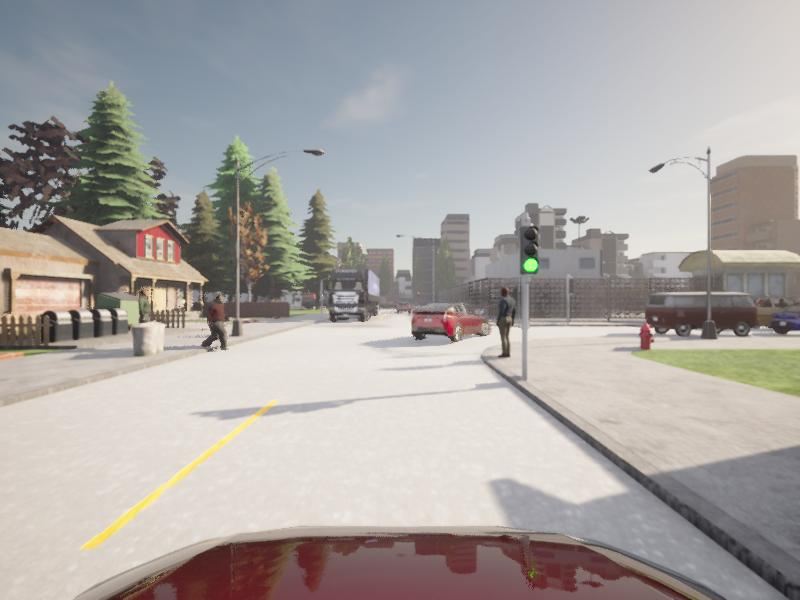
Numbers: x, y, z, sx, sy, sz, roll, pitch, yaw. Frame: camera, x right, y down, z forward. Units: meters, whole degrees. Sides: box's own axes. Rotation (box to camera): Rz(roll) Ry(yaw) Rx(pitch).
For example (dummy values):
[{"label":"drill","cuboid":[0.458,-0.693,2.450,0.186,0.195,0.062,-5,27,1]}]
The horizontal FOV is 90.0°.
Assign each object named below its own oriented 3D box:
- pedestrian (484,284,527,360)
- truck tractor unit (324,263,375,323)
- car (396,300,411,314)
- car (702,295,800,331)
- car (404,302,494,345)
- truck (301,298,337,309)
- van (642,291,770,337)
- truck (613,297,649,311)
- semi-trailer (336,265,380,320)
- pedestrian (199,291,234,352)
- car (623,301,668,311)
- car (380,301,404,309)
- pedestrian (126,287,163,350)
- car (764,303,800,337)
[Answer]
[{"label":"pedestrian","cuboid":[2.711,0.546,10.309,0.751,1.860,0.751,0,0,-29]},{"label":"truck tractor unit","cuboid":[-3.741,-0.484,31.041,3.053,4.208,6.516,0,0,0]},{"label":"car","cuboid":[0.429,0.843,48.911,1.851,1.617,3.988,0,0,0]},{"label":"car","cuboid":[19.654,0.678,21.970,4.605,1.855,1.932,0,0,2]},{"label":"car","cuboid":[2.187,0.847,16.717,2.007,1.525,4.514,0,0,32]},{"label":"truck","cuboid":[-15.297,0.628,75.949,6.274,2.098,2.390,0,0,0]},{"label":"van","cuboid":[13.731,0.619,18.131,4.442,1.987,1.775,0,0,0]},{"label":"truck","cuboid":[35.551,0.576,61.662,4.478,2.038,2.069,0,0,0]},{"label":"semi-trailer","cuboid":[-3.674,-0.576,38.958,2.717,4.402,14.254,0,0,1]},{"label":"pedestrian","cuboid":[-5.714,0.651,12.471,0.751,1.860,0.751,0,0,-1]},{"label":"car","cuboid":[35.354,0.884,57.703,5.357,1.415,2.033,0,0,0]},{"label":"car","cuboid":[-1.487,0.955,75.846,4.674,1.442,1.812,0,0,0]},{"label":"pedestrian","cuboid":[-7.814,0.547,12.252,0.751,1.860,0.751,0,0,-14]},{"label":"car","cuboid":[19.404,0.875,18.108,4.193,1.474,1.816,0,0,0]}]
